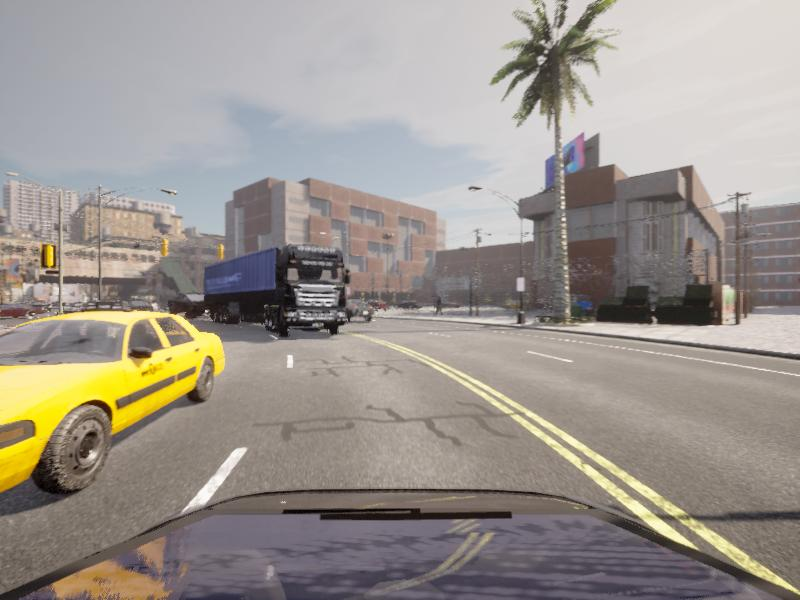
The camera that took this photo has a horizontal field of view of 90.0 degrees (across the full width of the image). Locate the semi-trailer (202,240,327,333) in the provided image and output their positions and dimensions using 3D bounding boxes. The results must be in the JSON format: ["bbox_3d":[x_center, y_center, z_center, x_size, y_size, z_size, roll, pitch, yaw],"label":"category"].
[{"bbox_3d":[-9.330,-0.617,25.391,2.717,4.402,14.254,0,0,-39],"label":"semi-trailer"}]

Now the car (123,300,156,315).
[{"bbox_3d":[-29.656,0.810,45.411,5.238,1.638,1.930,0,0,43],"label":"car"}]

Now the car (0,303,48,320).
[{"bbox_3d":[-33.854,0.943,34.303,2.033,1.411,5.357,0,0,11],"label":"car"}]

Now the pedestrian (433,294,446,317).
[{"bbox_3d":[3.305,0.473,33.631,0.751,1.860,0.751,0,0,40],"label":"pedestrian"}]

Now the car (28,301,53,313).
[{"bbox_3d":[-49.638,0.893,55.190,5.008,1.535,2.097,0,0,42],"label":"car"}]

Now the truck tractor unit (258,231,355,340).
[{"bbox_3d":[-4.703,-0.522,19.003,3.053,4.208,6.516,1,0,-26],"label":"truck tractor unit"}]

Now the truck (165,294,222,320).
[{"bbox_3d":[-17.878,0.564,34.504,6.274,2.098,2.390,0,0,43],"label":"truck"}]

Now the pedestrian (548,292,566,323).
[{"bbox_3d":[9.709,0.464,24.716,0.751,1.860,0.751,0,0,-37],"label":"pedestrian"}]

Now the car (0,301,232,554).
[{"bbox_3d":[-3.732,0.807,4.842,1.801,1.575,5.366,0,0,-8],"label":"car"}]

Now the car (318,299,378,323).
[{"bbox_3d":[-4.037,0.781,30.335,2.152,1.651,5.027,0,0,-39],"label":"car"}]

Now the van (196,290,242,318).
[{"bbox_3d":[-17.832,0.344,39.194,5.915,2.561,1.988,0,0,43],"label":"van"}]
